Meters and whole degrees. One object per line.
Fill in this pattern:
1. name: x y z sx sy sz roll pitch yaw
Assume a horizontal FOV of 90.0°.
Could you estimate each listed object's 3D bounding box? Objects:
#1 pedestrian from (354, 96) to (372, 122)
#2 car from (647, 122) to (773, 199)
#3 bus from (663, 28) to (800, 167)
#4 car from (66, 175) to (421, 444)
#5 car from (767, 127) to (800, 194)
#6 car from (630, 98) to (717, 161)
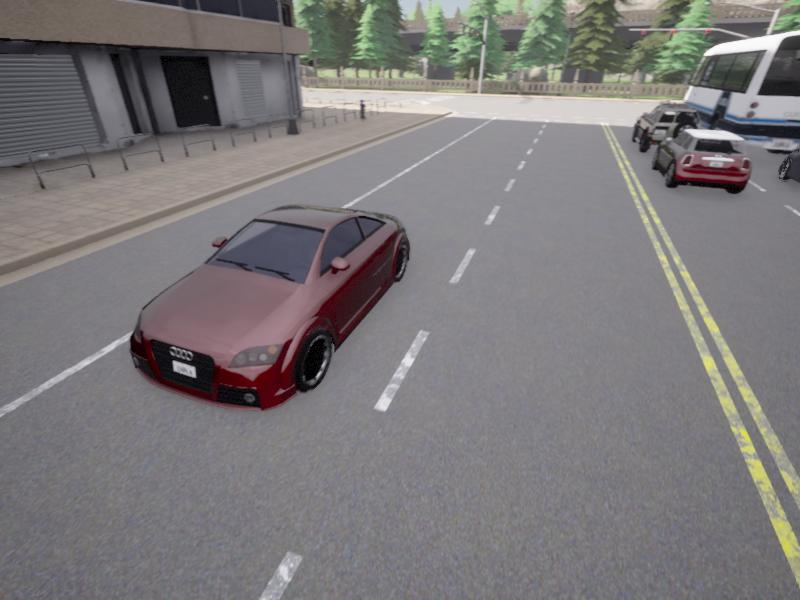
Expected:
1. pedestrian: -2.162 -11.188 23.480 0.751 1.300 0.751 12 32 18
2. car: 9.266 -4.466 12.399 1.970 1.475 3.806 11 32 18
3. bus: 15.692 -9.258 17.985 3.944 4.253 10.273 12 32 18
4. car: -1.355 -0.425 5.364 1.994 1.385 4.181 12 32 18
5. car: 12.524 -3.796 11.271 1.845 1.501 3.633 11 32 18
6. car: 11.434 -7.453 17.158 1.932 1.855 4.605 12 32 18
